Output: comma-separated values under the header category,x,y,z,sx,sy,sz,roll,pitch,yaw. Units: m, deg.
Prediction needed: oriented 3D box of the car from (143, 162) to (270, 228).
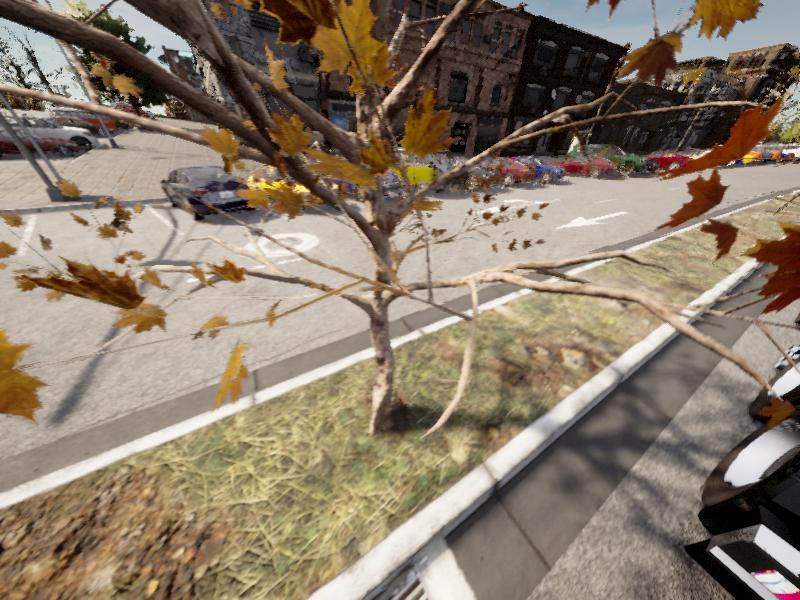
category,x,y,z,sx,sy,sz,roll,pitch,yaw
car,-7.320,-4.178,8.676,4.792,1.488,2.163,25,42,32

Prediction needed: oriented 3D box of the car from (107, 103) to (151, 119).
category,x,y,z,sx,sy,sz,roll,pitch,yaw
car,-50.021,-35.003,42.788,2.185,1.767,4.553,24,40,25

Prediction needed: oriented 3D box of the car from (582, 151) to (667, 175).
category,x,y,z,sx,sy,sz,roll,pitch,yaw
car,19.408,-12.072,20.226,5.008,1.535,2.097,28,43,35

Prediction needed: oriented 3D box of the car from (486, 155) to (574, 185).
category,x,y,z,sx,sy,sz,roll,pitch,yaw
car,8.636,-8.960,15.716,4.674,1.452,2.002,27,42,34

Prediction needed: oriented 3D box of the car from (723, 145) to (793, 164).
category,x,y,z,sx,sy,sz,roll,pitch,yaw
car,46.889,-19.311,30.493,1.878,1.987,4.442,-28,43,-35

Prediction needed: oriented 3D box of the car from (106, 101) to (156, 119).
category,x,y,z,sx,sy,sz,roll,pitch,yaw
car,-51.769,-36.593,44.560,2.435,2.045,5.566,23,39,27

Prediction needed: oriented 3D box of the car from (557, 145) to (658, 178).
category,x,y,z,sx,sy,sz,roll,pitch,yaw
car,16.727,-11.513,18.955,5.566,2.045,2.435,28,43,35

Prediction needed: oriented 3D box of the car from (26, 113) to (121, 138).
category,x,y,z,sx,sy,sz,roll,pitch,yaw
car,-31.180,-16.767,22.309,2.231,1.521,4.892,27,42,25

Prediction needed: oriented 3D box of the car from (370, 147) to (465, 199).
category,x,y,z,sx,sy,sz,roll,pitch,yaw
car,0.732,-6.735,11.970,4.442,1.987,1.878,26,42,33

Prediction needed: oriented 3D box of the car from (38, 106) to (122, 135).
category,x,y,z,sx,sy,sz,roll,pitch,yaw
car,-32.915,-18.548,23.966,1.878,1.987,4.442,28,42,24

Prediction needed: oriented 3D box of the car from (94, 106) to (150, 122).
category,x,y,z,sx,sy,sz,roll,pitch,yaw
car,-44.720,-30.078,37.389,1.946,1.575,5.366,27,42,24

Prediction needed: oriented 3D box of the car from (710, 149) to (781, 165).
category,x,y,z,sx,sy,sz,roll,pitch,yaw
car,44.028,-18.470,29.710,2.163,1.488,4.792,-29,43,-35

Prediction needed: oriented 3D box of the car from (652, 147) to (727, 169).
category,x,y,z,sx,sy,sz,roll,pitch,yaw
car,30.322,-15.089,24.448,4.553,1.767,2.185,29,44,36

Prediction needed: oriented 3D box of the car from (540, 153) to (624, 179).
category,x,y,z,sx,sy,sz,roll,pitch,yaw
car,14.004,-10.513,18.001,4.674,1.452,2.002,27,43,34

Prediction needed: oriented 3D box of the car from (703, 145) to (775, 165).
category,x,y,z,sx,sy,sz,roll,pitch,yaw
car,41.382,-17.939,28.470,1.878,1.987,4.442,-28,43,-35

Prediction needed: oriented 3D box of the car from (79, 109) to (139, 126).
category,x,y,z,sx,sy,sz,roll,pitch,yaw
car,-39.692,-25.018,31.705,2.002,1.452,4.674,27,42,25

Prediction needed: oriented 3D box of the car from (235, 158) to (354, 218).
category,x,y,z,sx,sy,sz,roll,pitch,yaw
car,-4.499,-4.877,9.636,5.366,1.575,1.946,25,41,33

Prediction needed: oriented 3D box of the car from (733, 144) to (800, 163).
category,x,y,z,sx,sy,sz,roll,pitch,yaw
car,52.282,-20.751,32.571,2.435,2.045,5.566,-29,43,-35

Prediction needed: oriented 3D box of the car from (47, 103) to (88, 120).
category,x,y,z,sx,sy,sz,roll,pitch,yaw
car,-48.287,-27.508,33.656,2.128,1.511,4.902,-20,45,-29

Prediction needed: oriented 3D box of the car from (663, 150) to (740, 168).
category,x,y,z,sx,sy,sz,roll,pitch,yaw
car,33.059,-15.701,25.576,2.231,1.521,4.892,-29,44,-35

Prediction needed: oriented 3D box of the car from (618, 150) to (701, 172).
category,x,y,z,sx,sy,sz,roll,pitch,yaw
car,24.844,-13.548,22.400,5.008,1.535,2.097,28,44,35

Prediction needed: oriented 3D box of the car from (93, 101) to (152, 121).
category,x,y,z,sx,sy,sz,roll,pitch,yaw
car,-46.546,-31.821,38.949,2.435,2.045,5.566,27,42,24

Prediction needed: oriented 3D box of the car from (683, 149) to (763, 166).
category,x,y,z,sx,sy,sz,roll,pitch,yaw
car,38.414,-17.180,27.751,1.946,1.575,5.366,-29,43,-35

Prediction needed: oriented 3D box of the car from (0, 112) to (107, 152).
category,x,y,z,sx,sy,sz,roll,pitch,yaw
car,-26.044,-12.017,16.558,2.435,2.045,5.566,27,42,25

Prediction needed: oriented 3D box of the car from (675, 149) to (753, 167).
category,x,y,z,sx,sy,sz,roll,pitch,yaw
car,35.797,-16.416,26.628,2.097,1.535,5.008,-29,43,-36

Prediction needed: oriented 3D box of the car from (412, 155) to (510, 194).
category,x,y,z,sx,sy,sz,roll,pitch,yaw
car,3.296,-7.402,13.355,4.892,1.521,2.231,26,42,33

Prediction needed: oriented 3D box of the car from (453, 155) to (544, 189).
category,x,y,z,sx,sy,sz,roll,pitch,yaw
car,5.963,-8.164,14.544,4.674,1.452,2.002,27,42,34

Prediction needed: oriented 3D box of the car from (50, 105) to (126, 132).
category,x,y,z,sx,sy,sz,roll,pitch,yaw
car,-34.618,-20.206,25.842,1.878,1.987,4.442,28,42,24

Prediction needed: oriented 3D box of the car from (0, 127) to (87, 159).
category,x,y,z,sx,sy,sz,roll,pitch,yaw
car,-24.380,-10.121,14.847,2.002,1.452,4.674,27,42,25

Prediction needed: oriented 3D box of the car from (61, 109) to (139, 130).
category,x,y,z,sx,sy,sz,roll,pitch,yaw
car,-36.167,-21.826,28.060,1.946,1.575,5.366,27,42,25

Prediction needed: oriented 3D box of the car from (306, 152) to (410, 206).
category,x,y,z,sx,sy,sz,roll,pitch,yaw
car,-2.026,-5.886,10.902,4.553,1.767,2.185,26,42,33

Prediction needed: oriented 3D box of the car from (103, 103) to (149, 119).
category,x,y,z,sx,sy,sz,roll,pitch,yaw
car,-48.316,-33.377,40.891,2.185,1.767,4.553,26,41,24

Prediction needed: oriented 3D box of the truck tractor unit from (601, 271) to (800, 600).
category,x,y,z,sx,sy,sz,roll,pitch,yaw
truck tractor unit,5.123,-0.287,0.766,6.516,4.208,3.053,-18,39,-24
